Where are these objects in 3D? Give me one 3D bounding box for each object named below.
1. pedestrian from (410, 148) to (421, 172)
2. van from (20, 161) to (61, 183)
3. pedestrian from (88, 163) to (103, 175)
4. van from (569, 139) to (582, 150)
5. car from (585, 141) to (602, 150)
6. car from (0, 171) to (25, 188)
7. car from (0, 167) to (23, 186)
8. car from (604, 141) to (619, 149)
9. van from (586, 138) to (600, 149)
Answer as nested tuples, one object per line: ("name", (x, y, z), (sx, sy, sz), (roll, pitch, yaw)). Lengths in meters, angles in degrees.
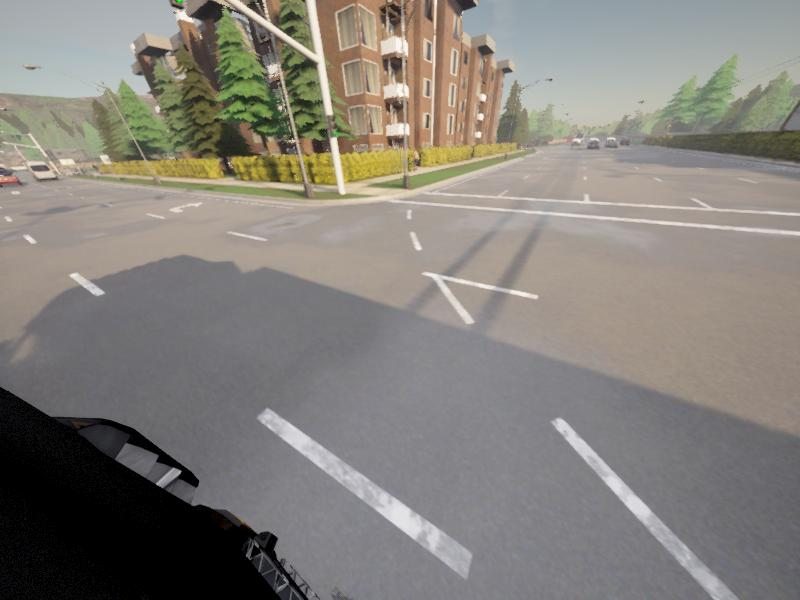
("pedestrian", (1.439, -13.055, 21.580), (0.751, 1.860, 0.751), (18, 39, 28))
("van", (-54.323, -19.391, 34.891), (5.915, 2.561, 1.988), (17, 38, 27))
("pedestrian", (-55.885, -24.088, 42.394), (0.751, 1.860, 0.751), (17, 38, 27))
("van", (44.049, -39.093, 57.990), (2.069, 2.038, 4.480), (18, 39, 28))
("car", (43.379, -34.715, 51.877), (2.242, 1.667, 4.611), (18, 39, 28))
("car", (-50.582, -15.539, 29.647), (3.988, 1.617, 1.851), (18, 39, 28))
("car", (-56.619, -17.622, 32.832), (5.566, 2.045, 2.150), (17, 38, 27))
("car", (48.258, -35.428, 52.734), (1.994, 1.385, 4.181), (18, 39, 28))
("van", (47.716, -38.791, 57.270), (2.069, 2.038, 4.480), (18, 39, 28))
